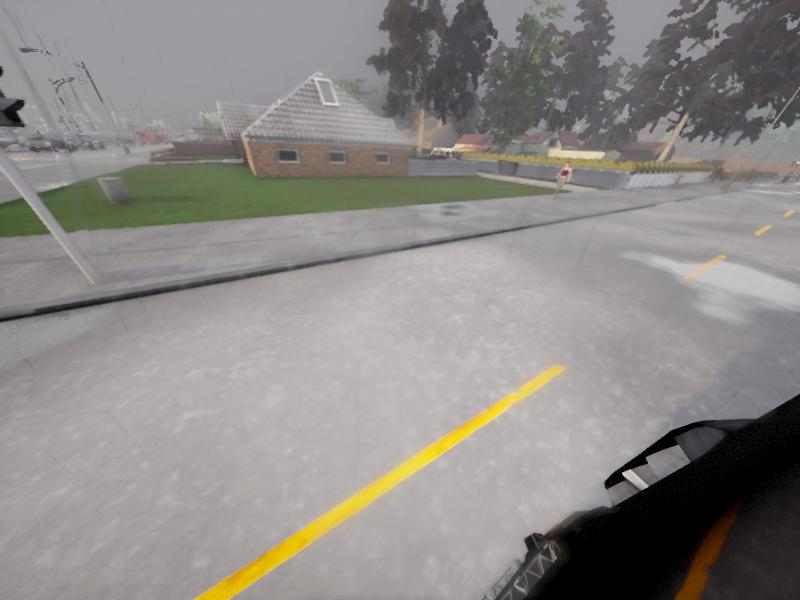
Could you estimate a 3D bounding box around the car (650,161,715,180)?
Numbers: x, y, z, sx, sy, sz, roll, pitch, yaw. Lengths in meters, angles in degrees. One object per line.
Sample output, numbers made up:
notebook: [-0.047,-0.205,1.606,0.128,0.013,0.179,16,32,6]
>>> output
car: [42.522,-19.619,34.977,2.150,2.045,5.566,-16,38,-26]

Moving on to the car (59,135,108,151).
car: [-40.775,-20.396,29.950,2.038,1.542,4.974,-16,38,-26]

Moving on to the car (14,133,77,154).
car: [-36.628,-16.298,24.058,1.851,1.617,3.988,-16,38,-26]

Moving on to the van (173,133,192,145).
van: [-60.553,-44.912,64.387,2.351,2.431,6.366,-16,38,-26]

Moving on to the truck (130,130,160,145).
truck: [-55.290,-35.259,50.272,2.627,2.467,5.204,-16,38,-26]

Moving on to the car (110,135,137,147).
car: [-47.959,-27.556,40.119,1.789,1.549,3.705,-16,38,-26]

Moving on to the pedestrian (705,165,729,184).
pedestrian: [36.749,-14.530,26.786,0.751,1.860,0.751,-13,37,-23]

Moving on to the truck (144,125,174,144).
truck: [-62.761,-43.287,60.509,2.891,3.827,8.468,-16,38,-26]

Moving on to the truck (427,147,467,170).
truck: [5.545,-17.183,28.017,2.069,2.038,4.478,-16,38,-26]

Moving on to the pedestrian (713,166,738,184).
pedestrian: [38.548,-14.843,27.400,0.751,1.860,0.751,22,38,26]

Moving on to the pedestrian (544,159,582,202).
pedestrian: [8.387,-6.158,11.958,0.751,1.860,0.751,-14,37,-24]

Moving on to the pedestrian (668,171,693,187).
pedestrian: [26.551,-11.467,21.891,0.751,1.300,0.751,-9,36,-18]
